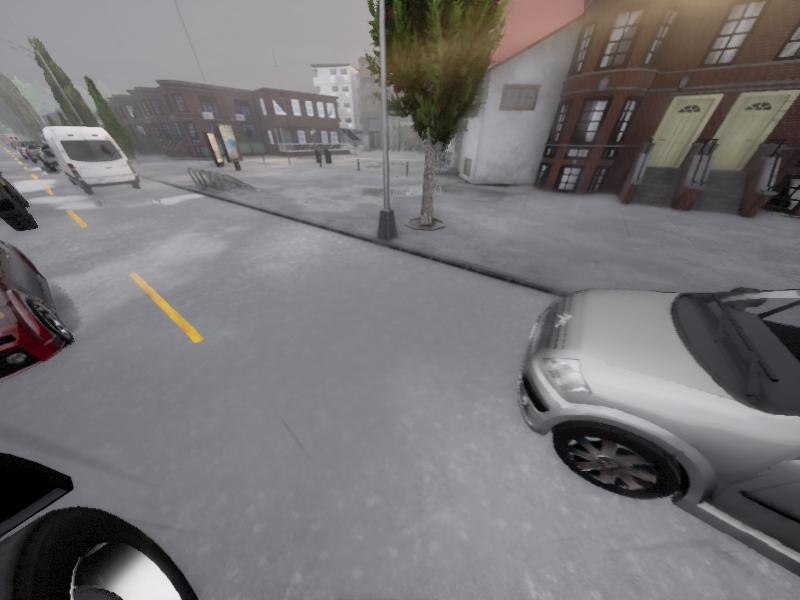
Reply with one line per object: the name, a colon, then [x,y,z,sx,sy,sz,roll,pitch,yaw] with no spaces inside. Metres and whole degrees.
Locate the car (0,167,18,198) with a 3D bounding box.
car: [-19.825,-5.634,10.432,4.902,1.511,2.128,23,41,28]

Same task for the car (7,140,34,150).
car: [-76.072,-31.107,46.270,5.027,1.651,2.152,22,41,28]

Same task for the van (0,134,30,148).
van: [-84.911,-35.139,50.966,6.366,2.431,2.351,22,41,28]

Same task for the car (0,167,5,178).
car: [-28.217,-9.019,15.108,5.366,1.575,1.801,22,41,28]

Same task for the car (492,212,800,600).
car: [3.025,0.829,1.366,3.988,1.617,1.851,22,41,28]

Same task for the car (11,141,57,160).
car: [-42.614,-17.476,26.912,4.611,1.667,2.242,24,41,29]

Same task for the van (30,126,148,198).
van: [-15.667,-7.094,11.647,5.915,2.561,1.988,23,41,28]

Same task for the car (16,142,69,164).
car: [-36.701,-15.204,23.736,4.611,1.667,2.242,23,41,29]

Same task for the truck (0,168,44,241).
truck: [-13.201,-3.207,6.535,6.274,2.098,2.390,22,41,28]

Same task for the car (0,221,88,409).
car: [-5.972,0.034,2.651,4.181,1.385,1.994,22,40,28]

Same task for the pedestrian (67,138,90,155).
pedestrian: [-41.734,-19.912,29.990,0.751,1.860,0.751,11,37,15]

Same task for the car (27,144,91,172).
car: [-27.877,-11.688,18.859,4.856,1.649,2.033,22,41,28]
